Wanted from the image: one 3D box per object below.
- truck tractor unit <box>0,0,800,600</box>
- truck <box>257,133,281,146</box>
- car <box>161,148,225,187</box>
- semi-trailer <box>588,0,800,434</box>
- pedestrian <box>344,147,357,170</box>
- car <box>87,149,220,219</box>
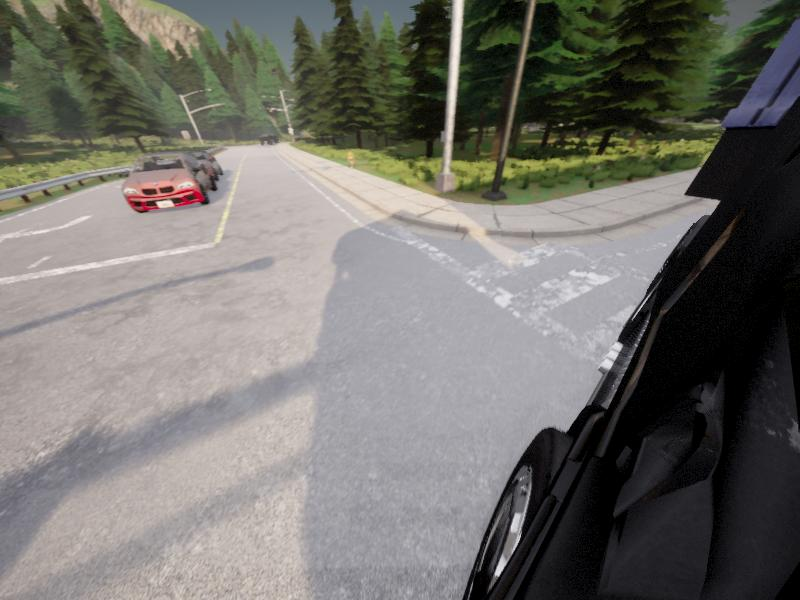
[{"bbox_3d":[2.645,-0.295,0.351,6.516,4.208,3.053,-28,44,-30],"label":"truck tractor unit"},{"bbox_3d":[-29.409,-36.240,52.073,2.390,2.098,6.274,-6,37,-4],"label":"truck"},{"bbox_3d":[-11.993,-7.972,13.728,1.816,1.474,4.193,-19,40,-21],"label":"car"},{"bbox_3d":[9.392,-2.998,3.411,14.254,4.402,2.717,-19,40,-21],"label":"semi-trailer"},{"bbox_3d":[-3.014,-8.674,14.168,0.500,1.100,0.500,-17,39,-19],"label":"pedestrian"},{"bbox_3d":[-9.159,-4.898,9.284,2.242,1.667,4.611,-19,40,-21],"label":"car"}]
